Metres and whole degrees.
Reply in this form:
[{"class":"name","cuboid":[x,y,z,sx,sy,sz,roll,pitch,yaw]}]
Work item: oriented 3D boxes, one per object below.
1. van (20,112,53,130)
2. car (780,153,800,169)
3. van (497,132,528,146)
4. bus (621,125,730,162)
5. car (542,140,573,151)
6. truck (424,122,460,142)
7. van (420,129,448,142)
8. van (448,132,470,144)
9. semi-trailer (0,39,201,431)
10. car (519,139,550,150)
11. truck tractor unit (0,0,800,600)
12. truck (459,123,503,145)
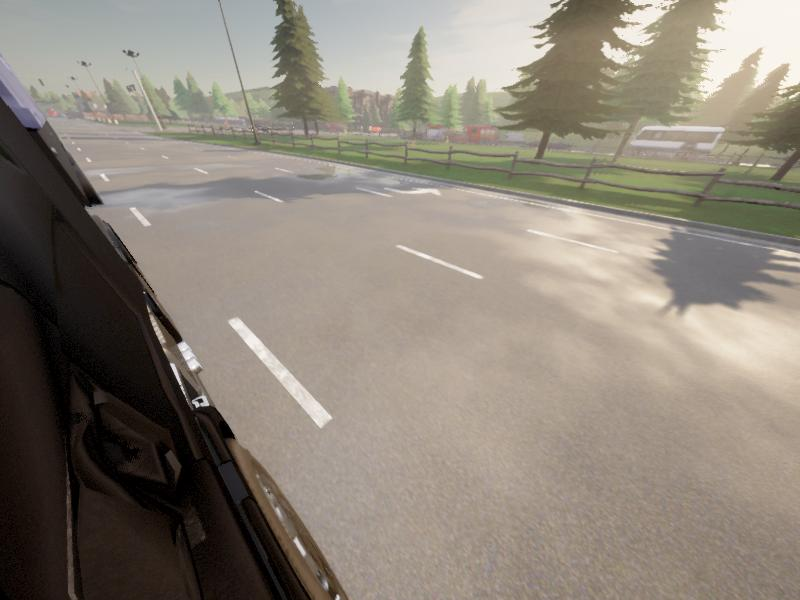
[{"class":"van","cuboid":[-54.597,-26.971,34.755,4.442,1.987,1.775,28,43,30]},{"class":"car","cuboid":[54.345,-17.790,29.944,2.152,1.651,5.027,-28,46,-35]},{"class":"van","cuboid":[27.344,-39.356,56.427,5.915,2.561,1.988,28,43,30]},{"class":"bus","cuboid":[43.866,-25.664,37.658,10.273,4.253,3.944,28,43,30]},{"class":"car","cuboid":[33.451,-32.923,49.031,5.008,1.535,1.882,28,43,29]},{"class":"truck","cuboid":[10.698,-43.312,59.610,8.468,3.827,2.891,28,43,30]},{"class":"van","cuboid":[8.432,-41.219,57.808,6.366,2.431,2.351,28,43,30]},{"class":"van","cuboid":[13.768,-38.185,54.439,4.442,1.987,1.775,28,43,30]},{"class":"semi-trailer","cuboid":[-8.700,-3.595,4.238,14.254,4.402,2.717,28,43,30]},{"class":"car","cuboid":[26.798,-31.018,46.058,4.892,1.490,1.837,28,43,30]},{"class":"truck tractor unit","cuboid":[-2.645,-0.295,0.351,6.516,4.208,3.053,28,44,30]},{"class":"truck","cuboid":[18.820,-38.972,54.295,8.468,3.827,2.891,28,43,30]}]
